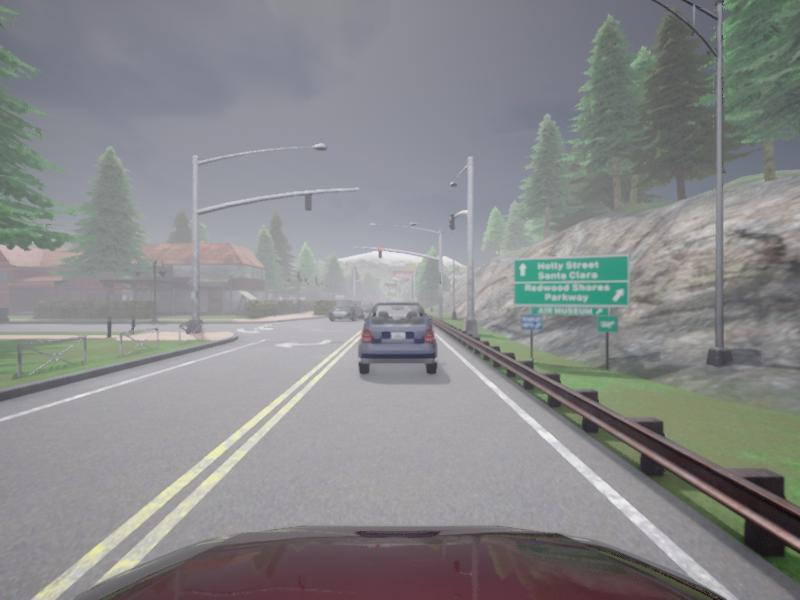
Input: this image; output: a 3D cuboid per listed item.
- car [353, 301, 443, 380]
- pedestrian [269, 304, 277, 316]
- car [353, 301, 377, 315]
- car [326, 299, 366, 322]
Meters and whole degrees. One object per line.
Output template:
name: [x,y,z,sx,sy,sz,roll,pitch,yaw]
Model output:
car: [-0.056,0.812,9.824,1.789,1.549,3.705,0,0,0]
pedestrian: [-10.959,0.856,34.551,0.500,1.100,0.500,0,0,41]
car: [-3.749,0.825,43.677,2.128,1.511,4.902,0,0,0]
car: [-4.154,0.779,31.504,2.033,1.649,4.856,0,0,6]
